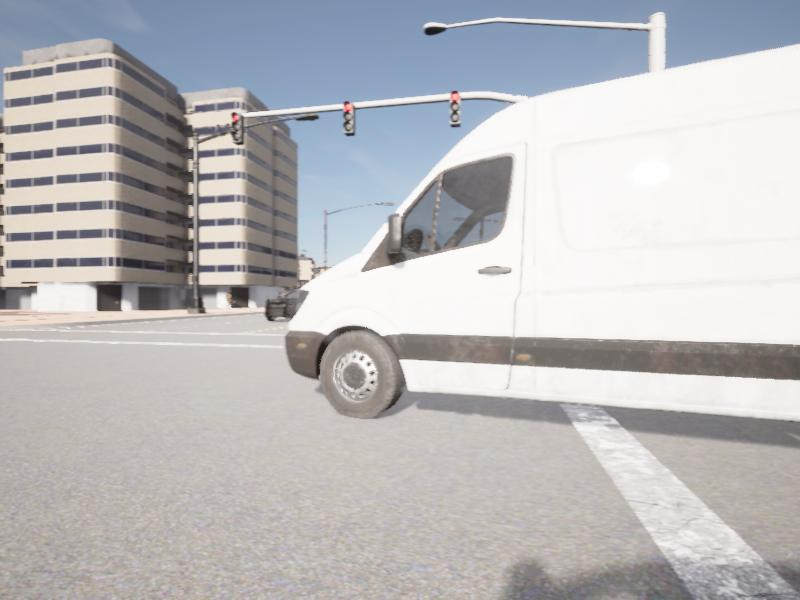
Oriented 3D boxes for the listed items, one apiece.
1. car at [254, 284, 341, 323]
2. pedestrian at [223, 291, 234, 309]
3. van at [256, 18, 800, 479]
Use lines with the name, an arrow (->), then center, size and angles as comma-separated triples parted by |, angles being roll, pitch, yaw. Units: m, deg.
car -> -4.715, 0.137, 19.315 | 1.930, 1.638, 5.238 | 0, 0, 12
pedestrian -> -17.983, -0.046, 41.935 | 0.751, 1.860, 0.751 | 0, 0, 28
van -> 1.802, -0.288, 3.469 | 5.915, 2.561, 1.988 | 0, 0, 22
